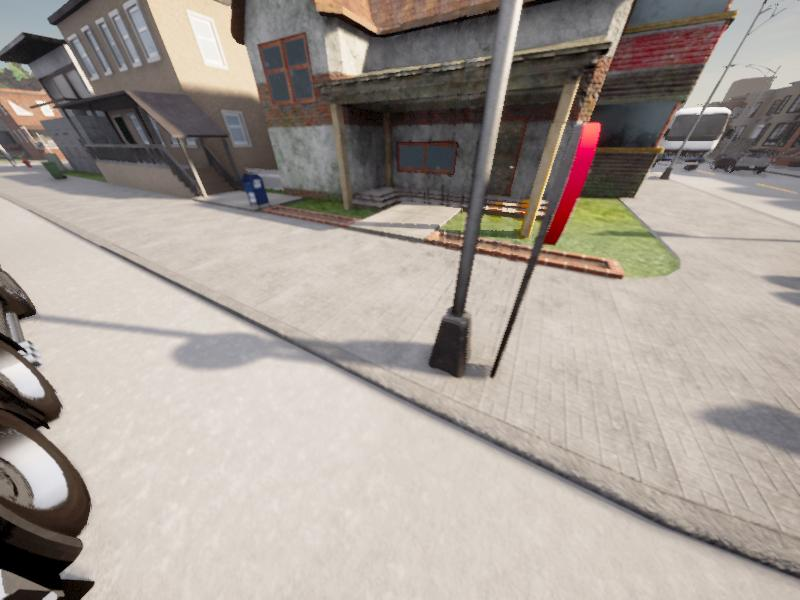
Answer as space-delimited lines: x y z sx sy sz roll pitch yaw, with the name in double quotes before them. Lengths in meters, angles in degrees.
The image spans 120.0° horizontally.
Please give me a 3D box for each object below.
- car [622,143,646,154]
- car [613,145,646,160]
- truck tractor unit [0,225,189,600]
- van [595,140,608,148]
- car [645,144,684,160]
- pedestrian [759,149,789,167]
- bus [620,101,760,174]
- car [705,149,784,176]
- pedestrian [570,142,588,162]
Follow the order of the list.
"car" 42.906 -27.879 42.433 1.970 1.475 3.806 17 39 24
"car" 30.691 -19.904 31.056 1.837 1.490 4.892 17 38 23
"truck tractor unit" -5.041 -0.367 0.866 6.516 4.208 3.053 21 40 27
"van" 62.817 -48.675 72.059 2.069 2.038 4.480 17 38 23
"car" 35.249 -19.950 31.008 1.801 1.575 5.366 17 39 23
"pedestrian" 32.758 -12.444 20.259 0.751 1.300 0.751 27 43 33
"bus" 24.584 -14.534 20.973 3.944 4.253 10.273 17 38 24
"car" 26.470 -10.799 17.971 1.845 1.501 3.633 17 39 24
"pedestrian" 19.919 -16.535 25.760 0.751 1.860 0.751 2 35 3
